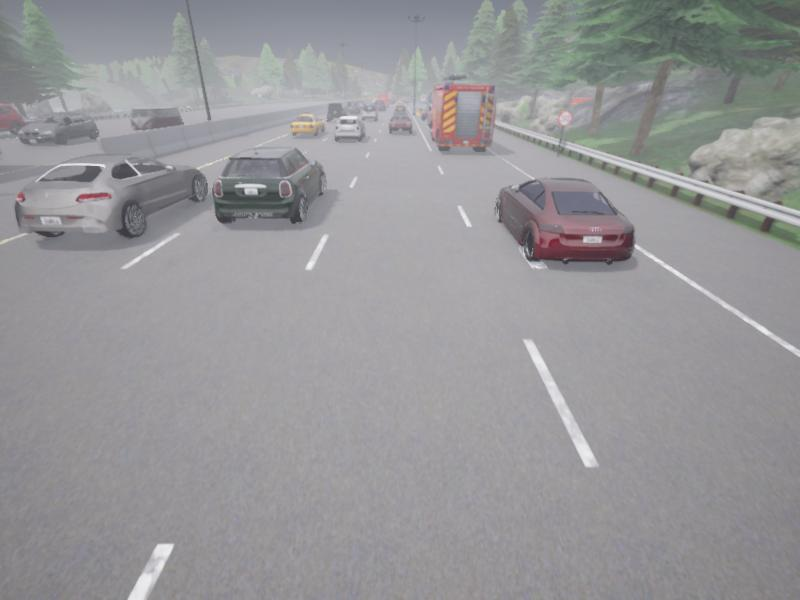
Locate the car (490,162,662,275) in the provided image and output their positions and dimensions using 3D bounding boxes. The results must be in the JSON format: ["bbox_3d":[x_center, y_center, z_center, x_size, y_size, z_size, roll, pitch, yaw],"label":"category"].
[{"bbox_3d":[3.514,-2.055,9.057,1.994,1.385,4.181,0,28,0],"label":"car"}]

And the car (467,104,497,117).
[{"bbox_3d":[11.315,-26.210,55.355,3.705,1.549,1.789,-2,27,-5],"label":"car"}]

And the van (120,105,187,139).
[{"bbox_3d":[-17.457,-12.808,28.662,1.775,1.987,4.442,0,27,0],"label":"van"}]

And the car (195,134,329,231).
[{"bbox_3d":[-3.481,-3.504,11.254,2.097,1.767,4.553,0,28,0],"label":"car"}]

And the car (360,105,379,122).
[{"bbox_3d":[-3.448,-21.582,46.161,1.851,1.617,3.988,0,28,0],"label":"car"}]

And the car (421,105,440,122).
[{"bbox_3d":[3.610,-22.451,48.041,2.038,1.542,4.974,2,28,1],"label":"car"}]

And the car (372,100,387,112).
[{"bbox_3d":[-3.488,-33.328,68.641,2.242,1.667,4.611,0,28,0],"label":"car"}]

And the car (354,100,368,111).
[{"bbox_3d":[-6.994,-34.974,71.764,2.033,1.649,4.856,0,28,0],"label":"car"}]

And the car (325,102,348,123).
[{"bbox_3d":[-6.945,-20.659,44.018,1.905,1.878,3.866,0,27,0],"label":"car"}]

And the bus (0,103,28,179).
[{"bbox_3d":[-17.348,-4.868,10.984,3.944,4.253,10.273,0,26,0],"label":"bus"}]

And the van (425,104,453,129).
[{"bbox_3d":[3.554,-17.113,37.219,2.069,2.038,4.480,0,26,0],"label":"van"}]

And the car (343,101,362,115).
[{"bbox_3d":[-6.969,-28.430,59.177,2.242,1.667,4.611,0,28,0],"label":"car"}]

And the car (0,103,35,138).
[{"bbox_3d":[-27.960,-11.827,26.520,2.150,2.045,5.566,0,28,0],"label":"car"}]

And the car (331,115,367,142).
[{"bbox_3d":[-3.459,-12.008,27.923,1.970,1.475,3.806,0,28,0],"label":"car"}]

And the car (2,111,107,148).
[{"bbox_3d":[-20.965,-10.577,24.646,2.242,1.667,4.611,0,28,0],"label":"car"}]

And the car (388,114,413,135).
[{"bbox_3d":[0.043,-14.626,33.208,1.895,1.301,4.718,0,28,0],"label":"car"}]

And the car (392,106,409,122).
[{"bbox_3d":[0.051,-21.281,45.727,1.845,1.501,3.633,0,27,0],"label":"car"}]

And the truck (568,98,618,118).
[{"bbox_3d":[26.778,-26.747,55.676,5.204,2.467,2.627,0,28,-2],"label":"truck"}]

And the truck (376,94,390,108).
[{"bbox_3d":[-3.516,-42.177,84.758,2.627,2.467,5.204,0,28,0],"label":"truck"}]

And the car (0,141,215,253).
[{"bbox_3d":[-6.984,-2.869,10.158,2.152,1.651,5.027,0,28,0],"label":"car"}]

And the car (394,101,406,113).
[{"bbox_3d":[0.017,-31.850,66.010,1.882,1.535,5.008,0,28,0],"label":"car"}]

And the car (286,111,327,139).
[{"bbox_3d":[-6.958,-13.390,30.402,1.801,1.575,5.366,0,28,0],"label":"car"}]

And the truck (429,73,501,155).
[{"bbox_3d":[3.550,-11.460,24.449,2.891,3.827,8.468,0,27,0],"label":"truck"}]
